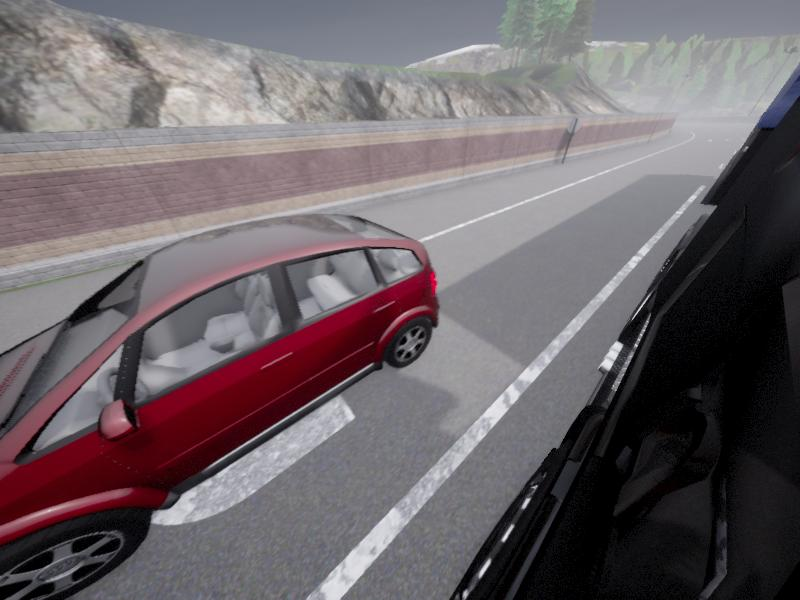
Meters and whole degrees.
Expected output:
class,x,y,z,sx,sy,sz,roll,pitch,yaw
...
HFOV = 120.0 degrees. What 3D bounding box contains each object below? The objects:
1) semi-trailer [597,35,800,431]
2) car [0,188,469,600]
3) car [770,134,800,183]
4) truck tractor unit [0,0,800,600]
class,x,y,z,sx,sy,sz,roll,pitch,yaw
semi-trailer,8.741,-3.573,4.188,14.254,4.402,2.717,-28,43,-29
car,-1.389,0.250,2.116,3.705,1.549,1.789,-27,43,-29
car,16.897,-5.510,8.868,1.895,1.301,4.718,27,46,34
truck tractor unit,2.645,-0.295,0.352,6.516,4.208,3.053,-28,44,-30
